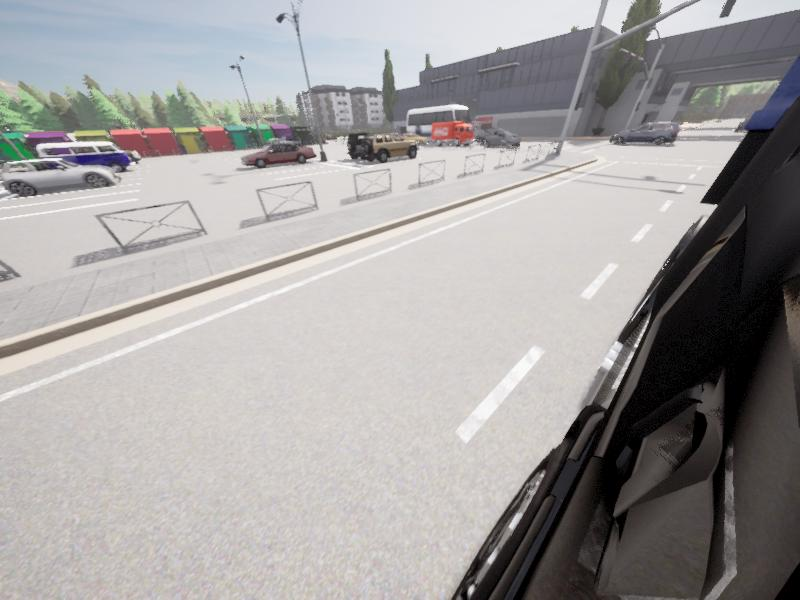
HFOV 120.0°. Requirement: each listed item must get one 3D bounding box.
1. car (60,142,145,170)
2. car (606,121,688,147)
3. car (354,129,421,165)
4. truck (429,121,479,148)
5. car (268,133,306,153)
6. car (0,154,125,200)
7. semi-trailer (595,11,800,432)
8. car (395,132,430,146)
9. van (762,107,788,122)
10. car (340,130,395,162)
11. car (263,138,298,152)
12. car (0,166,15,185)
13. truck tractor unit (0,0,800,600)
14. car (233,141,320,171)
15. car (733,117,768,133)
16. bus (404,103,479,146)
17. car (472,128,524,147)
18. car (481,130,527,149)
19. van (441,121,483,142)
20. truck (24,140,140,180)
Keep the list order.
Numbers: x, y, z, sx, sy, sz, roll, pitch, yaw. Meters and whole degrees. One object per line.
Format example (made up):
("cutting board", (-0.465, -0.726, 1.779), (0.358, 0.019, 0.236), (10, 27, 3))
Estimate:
("car", (-28.618, -14.105, 22.518), (4.605, 1.855, 1.932), (-28, 44, -30))
("car", (22.434, -15.223, 21.195), (2.242, 1.667, 4.611), (-28, 44, -30))
("car", (-0.752, -11.422, 17.154), (4.605, 1.855, 1.932), (-28, 44, -30))
("truck", (6.385, -20.083, 28.051), (2.627, 2.467, 5.204), (-27, 43, -29))
("car", (-15.252, -21.287, 31.278), (3.866, 1.878, 1.905), (-28, 44, -30))
("car", (-17.648, -6.549, 12.117), (3.806, 1.475, 1.970), (-28, 44, -30))
("semi-trailer", (8.905, -3.456, 4.013), (14.254, 4.402, 2.717), (-26, 42, -27))
("car", (1.741, -23.061, 33.074), (1.801, 1.575, 5.366), (-27, 43, -29))
("van", (89.015, -44.152, 54.914), (5.915, 2.561, 1.988), (-29, 44, -30))
("car", (-2.575, -12.709, 18.997), (3.866, 1.878, 1.905), (-28, 44, -30))
("car", (-17.101, -22.367, 33.241), (3.806, 1.475, 1.970), (-28, 44, -30))
("car", (-28.144, -7.912, 14.208), (3.866, 1.878, 1.905), (-28, 44, -30))
("truck tractor unit", (2.645, -0.295, 0.351), (6.516, 4.208, 3.053), (-28, 44, -30))
("car", (-9.236, -11.074, 17.623), (5.357, 1.415, 2.033), (-28, 44, -30))
("car", (44.306, -22.155, 29.222), (4.892, 1.490, 1.837), (-28, 44, -30))
("bus", (5.411, -24.930, 33.109), (3.944, 4.253, 10.273), (-27, 43, -29))
("car", (11.539, -19.424, 27.549), (2.152, 1.651, 5.027), (-28, 44, -30))
("car", (10.703, -16.689, 24.021), (1.845, 1.501, 3.633), (-28, 43, -30))
("van", (9.967, -27.551, 37.849), (2.351, 2.431, 6.366), (-27, 43, -29))
("truck", (-23.281, -10.606, 17.339), (4.478, 2.038, 2.069), (-28, 44, -30))
